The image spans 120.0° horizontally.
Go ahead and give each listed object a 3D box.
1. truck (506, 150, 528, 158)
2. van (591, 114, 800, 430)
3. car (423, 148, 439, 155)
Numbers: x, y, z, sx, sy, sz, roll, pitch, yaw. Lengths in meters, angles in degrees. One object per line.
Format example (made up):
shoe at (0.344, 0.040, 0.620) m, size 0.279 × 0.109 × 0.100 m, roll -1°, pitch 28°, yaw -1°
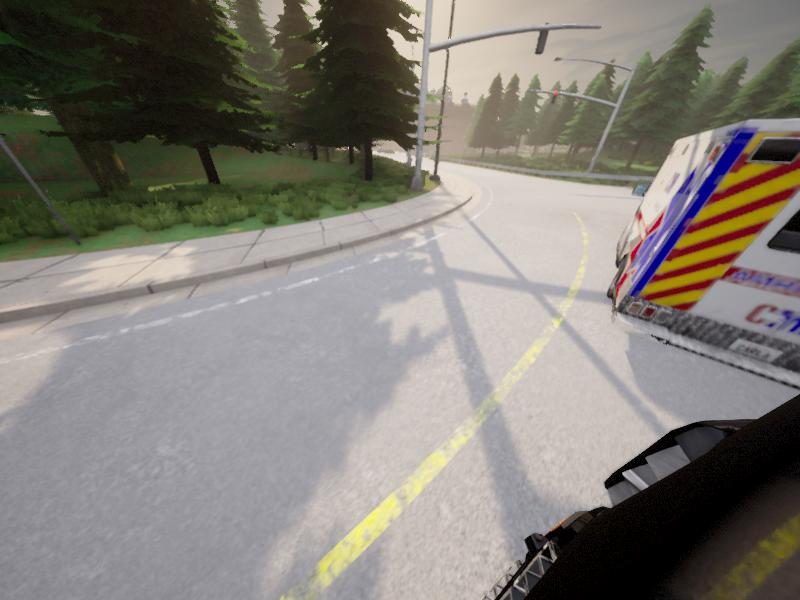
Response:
truck at (41.735, -52.096, 82.506) m, size 6.274 × 2.098 × 2.390 m, roll -6°, pitch 35°, yaw -13°
van at (5.539, -1.252, 3.896) m, size 2.351 × 2.431 × 6.366 m, roll 26°, pitch 40°, yaw 31°
car at (10.404, -50.390, 78.398) m, size 4.856 × 1.649 × 2.033 m, roll -6°, pitch 35°, yaw -13°
